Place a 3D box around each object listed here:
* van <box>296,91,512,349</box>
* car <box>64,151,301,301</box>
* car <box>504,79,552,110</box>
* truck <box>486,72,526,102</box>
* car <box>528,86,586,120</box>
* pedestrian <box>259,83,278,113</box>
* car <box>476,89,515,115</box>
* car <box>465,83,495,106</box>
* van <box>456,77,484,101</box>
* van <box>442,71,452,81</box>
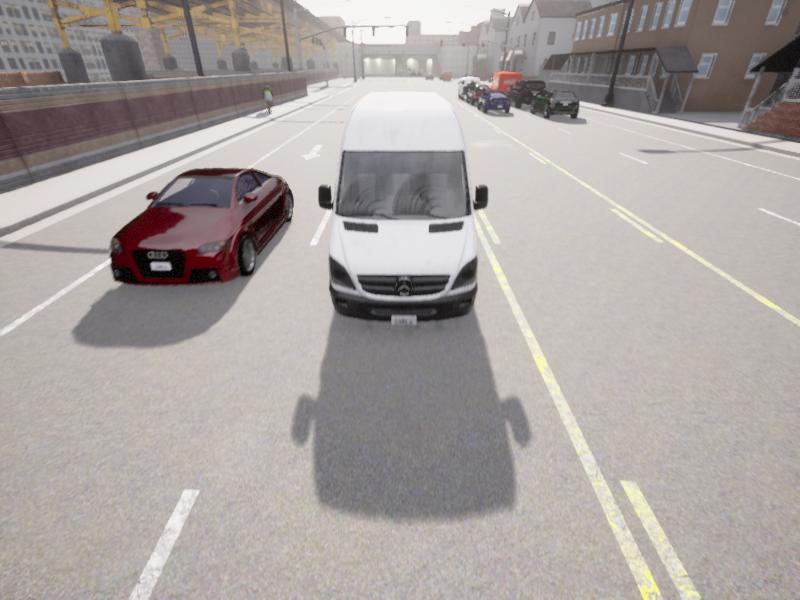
[{"bbox_3d":[0.046,-1.990,6.881,1.988,2.561,5.915,0,30,0],"label":"van"},{"bbox_3d":[-3.437,-1.658,7.473,1.994,1.385,4.181,1,30,1],"label":"car"},{"bbox_3d":[10.610,-17.363,33.638,2.150,2.045,5.566,0,30,0],"label":"car"},{"bbox_3d":[10.529,-21.518,40.319,2.627,2.467,5.204,1,30,1],"label":"truck"},{"bbox_3d":[10.612,-13.601,27.460,2.097,1.767,4.553,0,30,0],"label":"car"},{"bbox_3d":[-9.073,-13.994,27.714,0.751,1.860,0.751,2,30,3],"label":"pedestrian"},{"bbox_3d":[7.111,-15.045,30.275,1.812,1.442,4.674,0,30,0],"label":"car"},{"bbox_3d":[7.140,-18.581,36.156,1.851,1.617,3.988,0,30,0],"label":"car"},{"bbox_3d":[7.155,-21.870,41.346,2.069,2.038,4.480,0,30,0],"label":"van"},{"bbox_3d":[10.803,-51.534,92.086,1.775,1.987,4.442,0,30,0],"label":"van"}]
